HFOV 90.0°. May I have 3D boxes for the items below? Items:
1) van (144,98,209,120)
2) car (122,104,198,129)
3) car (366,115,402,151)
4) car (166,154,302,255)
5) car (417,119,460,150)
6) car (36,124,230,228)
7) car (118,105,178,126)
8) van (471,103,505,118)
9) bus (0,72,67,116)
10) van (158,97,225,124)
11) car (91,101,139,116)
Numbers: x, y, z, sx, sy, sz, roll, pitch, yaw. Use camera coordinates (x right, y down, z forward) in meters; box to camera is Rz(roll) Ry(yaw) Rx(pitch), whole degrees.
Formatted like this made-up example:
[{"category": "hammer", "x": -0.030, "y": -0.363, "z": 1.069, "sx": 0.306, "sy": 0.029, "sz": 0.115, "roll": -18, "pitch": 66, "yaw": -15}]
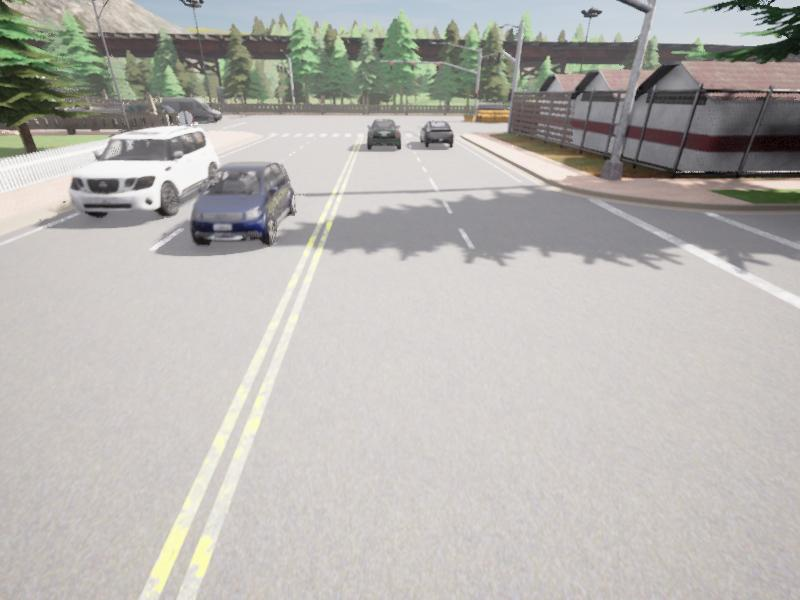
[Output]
[{"category": "van", "x": -28.008, "y": -24.107, "z": 50.430, "sx": 6.366, "sy": 2.431, "sz": 2.351, "roll": -2, "pitch": 27, "yaw": -4}, {"category": "car", "x": -22.916, "y": -17.664, "z": 38.406, "sx": 5.566, "sy": 2.045, "sz": 2.150, "roll": -2, "pitch": 27, "yaw": -4}, {"category": "car", "x": -1.026, "y": -10.723, "z": 25.531, "sx": 2.097, "sy": 1.767, "sz": 4.553, "roll": -1, "pitch": 27, "yaw": -3}, {"category": "car", "x": -3.702, "y": -2.497, "z": 9.746, "sx": 1.789, "sy": 1.549, "sz": 3.705, "roll": -1, "pitch": 27, "yaw": -3}, {"category": "car", "x": 2.423, "y": -11.148, "z": 26.723, "sx": 2.128, "sy": 1.511, "sz": 4.902, "roll": -1, "pitch": 27, "yaw": -3}, {"category": "car", "x": -7.335, "y": -4.004, "z": 12.077, "sx": 2.150, "sy": 2.045, "sz": 5.566, "roll": -1, "pitch": 27, "yaw": -3}, {"category": "car", "x": -25.965, "y": -19.112, "z": 41.347, "sx": 4.605, "sy": 1.855, "sz": 1.932, "roll": -2, "pitch": 27, "yaw": -4}, {"category": "van", "x": 13.061, "y": -28.307, "z": 59.761, "sx": 4.442, "sy": 1.987, "sz": 1.775, "roll": -2, "pitch": 27, "yaw": -4}, {"category": "bus", "x": -47.598, "y": -25.028, "z": 48.174, "sx": 10.273, "sy": 4.253, "sz": 3.944, "roll": 3, "pitch": 27, "yaw": -6}, {"category": "van", "x": -23.047, "y": -21.090, "z": 44.525, "sx": 5.915, "sy": 2.561, "sz": 1.988, "roll": -2, "pitch": 27, "yaw": -4}, {"category": "car", "x": -39.795, "y": -26.784, "z": 55.947, "sx": 4.792, "sy": 1.488, "sz": 2.163, "roll": 1, "pitch": 27, "yaw": -5}]
